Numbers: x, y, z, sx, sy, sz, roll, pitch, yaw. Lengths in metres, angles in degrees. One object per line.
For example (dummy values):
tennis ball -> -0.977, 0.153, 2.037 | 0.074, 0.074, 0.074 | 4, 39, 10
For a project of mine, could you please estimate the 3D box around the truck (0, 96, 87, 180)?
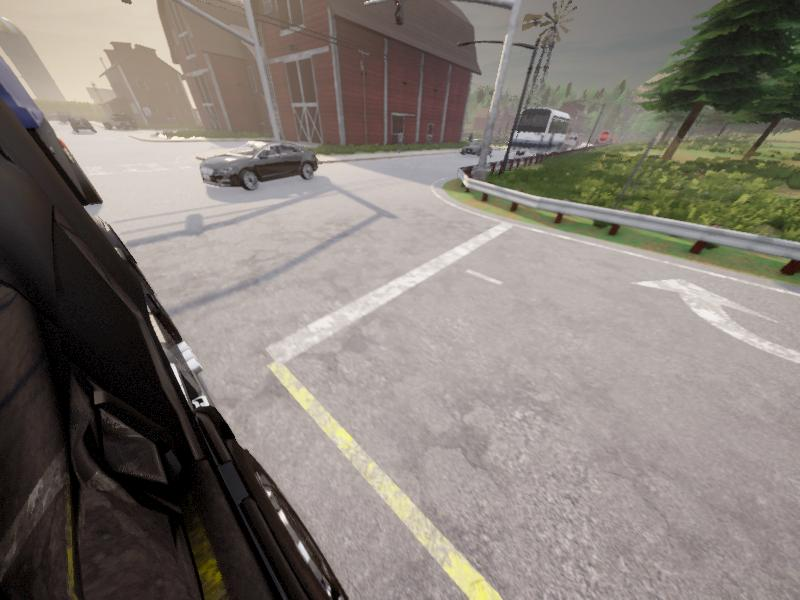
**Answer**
truck -> -16.222, -6.863, 9.636 | 5.204, 2.467, 2.627 | 28, 44, 30

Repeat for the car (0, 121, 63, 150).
car -> -25.513, -11.390, 15.954 | 4.181, 1.385, 1.994 | 28, 44, 29

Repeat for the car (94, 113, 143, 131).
car -> -40.886, -26.003, 33.653 | 3.866, 1.878, 1.905 | -1, 43, -2

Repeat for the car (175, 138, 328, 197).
car -> -5.665, -5.811, 9.765 | 2.128, 1.511, 4.902 | 19, 40, 21

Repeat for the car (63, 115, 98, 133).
car -> -39.352, -21.679, 28.457 | 3.705, 1.549, 1.789 | 29, 45, 29

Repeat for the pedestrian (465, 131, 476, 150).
pedestrian -> 8.883, -20.148, 29.195 | 0.751, 1.860, 0.751 | 28, 44, 30

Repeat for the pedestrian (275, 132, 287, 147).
pedestrian -> -10.407, -14.039, 20.199 | 0.500, 1.100, 0.500 | 14, 38, 14

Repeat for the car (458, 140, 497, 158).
car -> 8.144, -15.801, 24.075 | 1.994, 1.385, 4.181 | 29, 44, 30

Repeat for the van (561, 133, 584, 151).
van -> 31.147, -28.728, 41.881 | 2.351, 2.431, 6.366 | 21, 41, 22

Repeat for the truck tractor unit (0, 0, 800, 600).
truck tractor unit -> -2.645, -0.295, 0.351 | 6.516, 4.208, 3.053 | 28, 44, 30

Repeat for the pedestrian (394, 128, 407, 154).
pedestrian -> 0.029, -14.261, 20.792 | 0.751, 1.860, 0.751 | 26, 43, 27

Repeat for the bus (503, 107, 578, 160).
bus -> 16.544, -19.358, 26.956 | 3.944, 4.253, 10.273 | 29, 44, 30

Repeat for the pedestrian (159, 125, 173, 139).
pedestrian -> -24.242, -17.399, 23.948 | 0.500, 1.100, 0.500 | 16, 39, 17

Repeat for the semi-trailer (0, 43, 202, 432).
semi-trailer -> -8.700, -3.613, 4.213 | 14.254, 4.402, 2.717 | 28, 44, 30

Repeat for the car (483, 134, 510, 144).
car -> 21.394, -35.625, 51.188 | 4.792, 1.488, 2.163 | 28, 44, 30

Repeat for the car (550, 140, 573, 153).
car -> 24.732, -23.602, 35.398 | 1.845, 1.501, 3.633 | 29, 44, 30

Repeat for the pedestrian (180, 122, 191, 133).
pedestrian -> -29.116, -23.404, 31.361 | 0.500, 1.100, 0.500 | 16, 39, 16
